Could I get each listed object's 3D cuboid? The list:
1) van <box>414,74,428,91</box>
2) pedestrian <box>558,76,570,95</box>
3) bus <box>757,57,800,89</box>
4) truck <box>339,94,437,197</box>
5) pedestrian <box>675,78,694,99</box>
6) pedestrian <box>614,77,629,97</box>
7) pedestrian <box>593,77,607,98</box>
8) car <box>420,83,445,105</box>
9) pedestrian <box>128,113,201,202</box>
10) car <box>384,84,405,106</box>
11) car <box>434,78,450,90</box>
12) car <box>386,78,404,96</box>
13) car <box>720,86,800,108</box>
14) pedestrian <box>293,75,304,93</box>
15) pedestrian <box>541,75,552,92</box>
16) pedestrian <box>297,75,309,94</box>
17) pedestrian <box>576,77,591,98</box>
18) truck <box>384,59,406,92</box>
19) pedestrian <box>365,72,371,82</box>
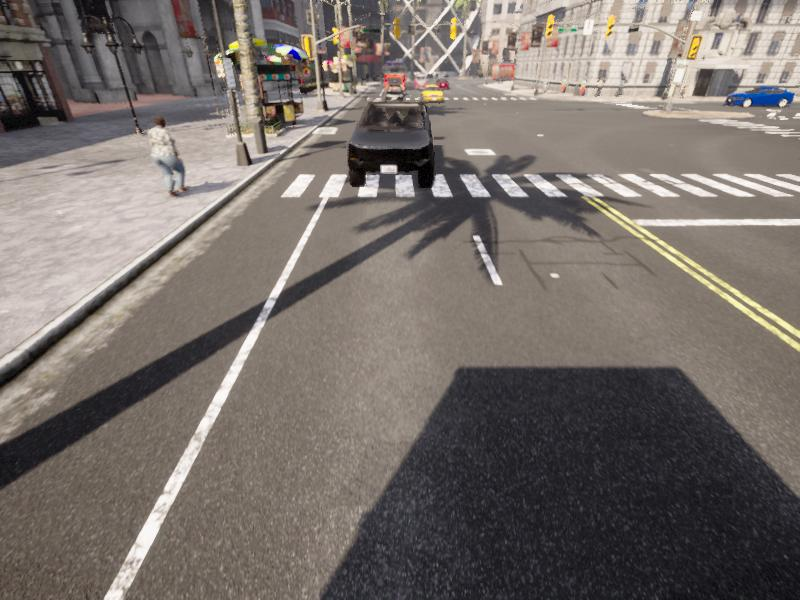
[{"bbox_3d":[2.893,-30.457,56.047,1.775,1.987,4.442,0,30,0],"label":"van"},{"bbox_3d":[18.792,-24.621,45.905,0.751,1.860,0.751,0,30,0],"label":"pedestrian"},{"bbox_3d":[64.056,-36.374,64.091,3.944,4.253,10.273,0,31,-1],"label":"bus"},{"bbox_3d":[-0.139,-5.276,12.922,2.390,2.098,6.274,1,30,2],"label":"truck"},{"bbox_3d":[28.442,-21.170,40.039,0.751,1.860,0.751,-3,30,-5],"label":"pedestrian"},{"bbox_3d":[23.628,-22.774,42.765,0.751,1.860,0.751,2,30,3],"label":"pedestrian"},{"bbox_3d":[20.924,-22.241,41.846,0.751,1.860,0.751,2,30,3],"label":"pedestrian"},{"bbox_3d":[3.037,-19.662,38.013,1.801,1.575,5.366,-1,30,-1],"label":"car"},{"bbox_3d":[-5.615,-3.429,9.639,0.751,1.860,0.751,9,31,14],"label":"pedestrian"},{"bbox_3d":[-0.470,-18.391,35.860,1.789,1.549,3.705,0,30,0],"label":"car"},{"bbox_3d":[6.295,-32.731,60.552,1.994,1.385,4.181,0,30,-1],"label":"car"},{"bbox_3d":[-0.580,-25.098,47.076,2.097,1.767,4.553,0,30,0],"label":"car"},{"bbox_3d":[30.907,-17.441,34.347,5.008,1.535,1.882,0,30,-1],"label":"car"},{"bbox_3d":[-11.993,-25.574,47.451,0.751,1.860,0.751,26,39,37],"label":"pedestrian"},{"bbox_3d":[18.397,-27.206,50.317,0.751,1.860,0.751,-2,30,-3],"label":"pedestrian"},{"bbox_3d":[-11.381,-25.290,46.961,0.751,1.860,0.751,23,38,34],"label":"pedestrian"},{"bbox_3d":[19.139,-22.215,41.796,0.751,1.860,0.751,-4,31,-7],"label":"pedestrian"},{"bbox_3d":[-0.644,-32.011,56.872,2.891,3.827,8.468,0,30,0],"label":"truck"},{"bbox_3d":[-6.370,-44.303,79.441,0.751,1.860,0.751,8,31,13],"label":"pedestrian"}]
